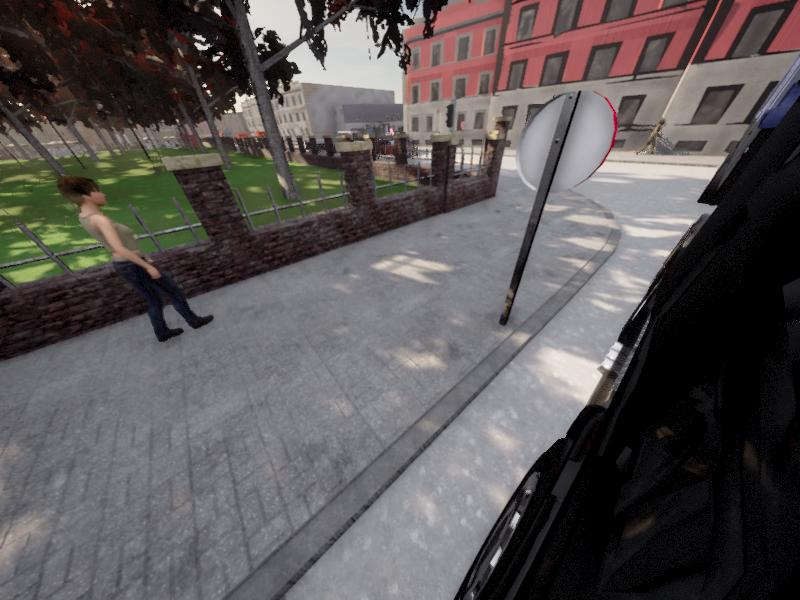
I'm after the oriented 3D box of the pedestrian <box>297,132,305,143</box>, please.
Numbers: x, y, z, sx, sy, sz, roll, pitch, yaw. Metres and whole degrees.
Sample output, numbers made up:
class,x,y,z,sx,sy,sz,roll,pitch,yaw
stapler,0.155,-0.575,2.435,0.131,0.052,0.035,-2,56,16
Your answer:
class,x,y,z,sx,sy,sz,roll,pitch,yaw
pedestrian,-21.348,-34.980,49.829,0.751,1.860,0.751,29,47,35

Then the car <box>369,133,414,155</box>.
class,x,y,z,sx,sy,sz,roll,pitch,yaw
car,-0.917,-16.232,23.948,2.033,1.649,4.856,-28,44,-30

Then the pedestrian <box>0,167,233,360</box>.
class,x,y,z,sx,sy,sz,roll,pitch,yaw
pedestrian,-2.870,-0.335,2.532,0.751,1.860,0.751,14,40,21

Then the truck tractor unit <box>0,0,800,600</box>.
class,x,y,z,sx,sy,sz,roll,pitch,yaw
truck tractor unit,2.645,-0.295,0.351,6.516,4.208,3.053,-28,44,-30

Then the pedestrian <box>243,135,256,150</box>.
class,x,y,z,sx,sy,sz,roll,pitch,yaw
pedestrian,-23.825,-24.921,36.617,0.751,1.860,0.751,18,42,25

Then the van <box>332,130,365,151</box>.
class,x,y,z,sx,sy,sz,roll,pitch,yaw
van,-6.523,-20.222,29.328,1.775,1.987,4.442,-29,44,-30

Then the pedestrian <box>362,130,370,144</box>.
class,x,y,z,sx,sy,sz,roll,pitch,yaw
pedestrian,-5.577,-26.762,37.934,0.751,1.860,0.751,15,40,22

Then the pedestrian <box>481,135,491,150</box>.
class,x,y,z,sx,sy,sz,roll,pitch,yaw
pedestrian,7.891,-14.490,21.271,0.500,1.100,0.500,-17,39,-18

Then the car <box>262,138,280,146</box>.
class,x,y,z,sx,sy,sz,roll,pitch,yaw
car,-28.564,-35.040,51.072,1.895,1.301,4.718,-29,44,-30

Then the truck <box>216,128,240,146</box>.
class,x,y,z,sx,sy,sz,roll,pitch,yaw
truck,-48.111,-45.453,64.456,2.891,3.827,8.468,-28,44,-30

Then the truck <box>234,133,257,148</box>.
class,x,y,z,sx,sy,sz,roll,pitch,yaw
truck,-34.483,-35.604,51.602,2.627,2.467,5.204,-28,44,-30

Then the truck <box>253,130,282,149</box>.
class,x,y,z,sx,sy,sz,roll,pitch,yaw
truck,-23.458,-28.350,40.861,2.627,2.467,5.204,-27,43,-29

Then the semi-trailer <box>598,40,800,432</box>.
class,x,y,z,sx,sy,sz,roll,pitch,yaw
semi-trailer,8.694,-3.619,4.214,14.254,4.402,2.717,-28,44,-30

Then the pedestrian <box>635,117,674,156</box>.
class,x,y,z,sx,sy,sz,roll,pitch,yaw
pedestrian,15.297,-9.816,13.930,0.751,1.860,0.751,-27,43,-29

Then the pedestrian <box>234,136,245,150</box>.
class,x,y,z,sx,sy,sz,roll,pitch,yaw
pedestrian,-26.192,-25.592,37.667,0.751,1.860,0.751,-23,41,-25

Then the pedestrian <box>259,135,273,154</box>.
class,x,y,z,sx,sy,sz,roll,pitch,yaw
pedestrian,-16.114,-18.642,27.755,0.751,1.860,0.751,-24,42,-26

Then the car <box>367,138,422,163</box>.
class,x,y,z,sx,sy,sz,roll,pitch,yaw
car,-0.510,-12.177,18.682,1.812,1.442,4.674,-28,44,-30

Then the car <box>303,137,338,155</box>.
class,x,y,z,sx,sy,sz,roll,pitch,yaw
car,-9.477,-18.347,27.404,1.882,1.535,5.008,-28,44,-29
